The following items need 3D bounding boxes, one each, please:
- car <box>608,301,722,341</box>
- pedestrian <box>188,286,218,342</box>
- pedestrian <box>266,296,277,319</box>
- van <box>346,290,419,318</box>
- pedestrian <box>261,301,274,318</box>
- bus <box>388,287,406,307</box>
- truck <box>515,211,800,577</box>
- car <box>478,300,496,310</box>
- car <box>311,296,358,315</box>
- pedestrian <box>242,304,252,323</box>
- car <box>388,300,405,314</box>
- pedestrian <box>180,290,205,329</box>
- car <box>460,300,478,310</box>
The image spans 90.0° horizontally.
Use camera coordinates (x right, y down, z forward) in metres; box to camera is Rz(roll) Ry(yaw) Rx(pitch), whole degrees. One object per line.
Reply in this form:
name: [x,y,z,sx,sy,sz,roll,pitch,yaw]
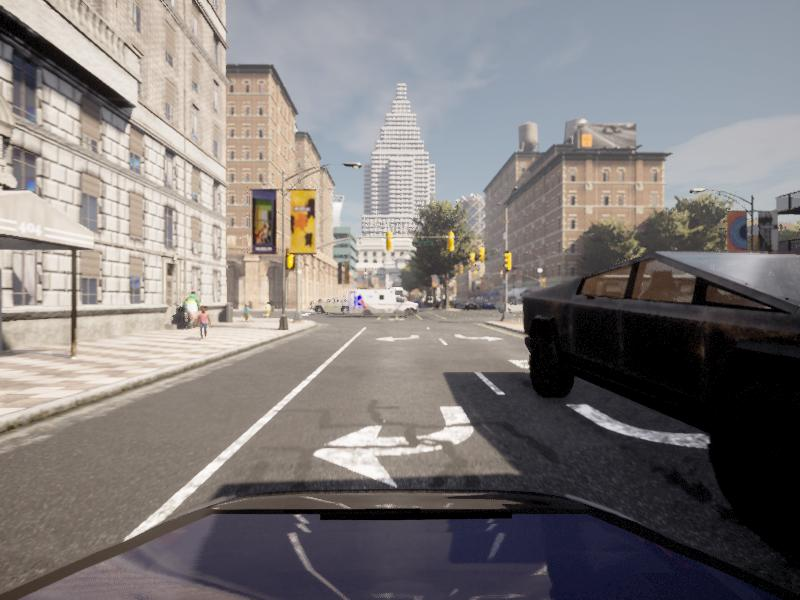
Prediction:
car: [11.346,0.818,17.629,2.007,1.525,4.514,0,0,0]
pedestrian: [-6.752,0.462,13.755,0.751,1.860,0.751,0,0,-12]
pedestrian: [-10.547,0.589,32.873,0.751,1.860,0.751,0,0,-7]
van: [-1.538,0.335,36.210,6.366,2.431,2.351,0,0,-1]
pedestrian: [-10.222,0.752,30.853,0.751,1.300,0.751,0,0,0]
bus: [-0.729,-0.641,90.887,3.944,4.253,10.273,0,0,-1]
truck: [3.468,0.540,4.701,2.390,2.098,6.274,0,0,-1]
car: [14.382,0.792,66.311,1.970,1.475,3.806,0,0,0]
car: [-6.996,0.590,42.970,4.605,1.855,1.932,-1,0,3]
pedestrian: [-9.430,0.827,24.649,0.500,1.100,0.500,0,0,-15]
car: [-0.439,0.768,47.789,1.882,1.535,5.008,0,0,-1]
pedestrian: [-9.983,0.453,19.264,0.751,1.860,0.751,0,0,4]
car: [10.909,0.765,63.575,2.038,1.542,4.974,0,0,0]
